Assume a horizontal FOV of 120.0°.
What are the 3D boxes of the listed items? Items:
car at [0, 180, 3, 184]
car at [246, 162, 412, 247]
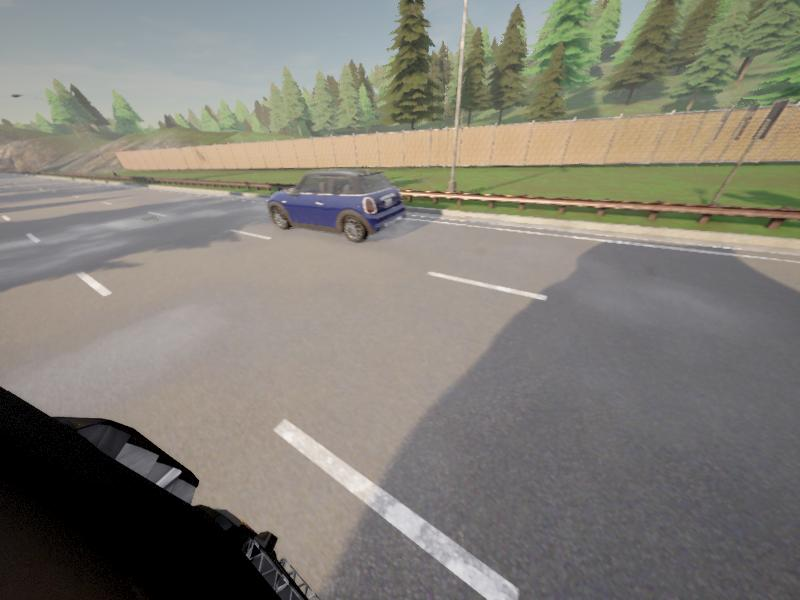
[{"bbox_3d":[-58.179,-17.029,32.187,4.902,1.511,2.128,16,38,26],"label":"car"},{"bbox_3d":[-2.142,-3.194,7.236,4.553,1.767,2.097,16,38,26],"label":"car"}]
